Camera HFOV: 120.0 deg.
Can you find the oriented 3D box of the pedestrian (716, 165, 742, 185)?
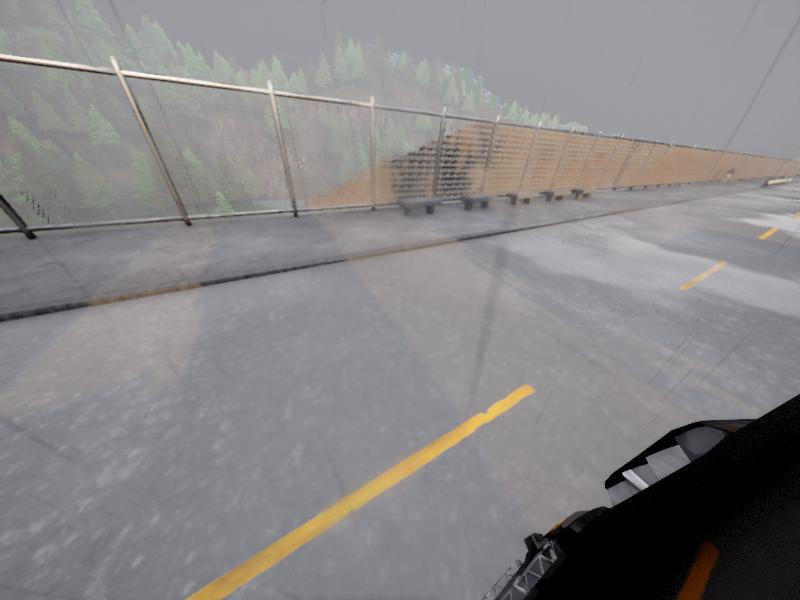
[{"bbox_3d":[37.434,-14.216,26.291,0.751,1.860,0.751,-15,38,-25],"label":"pedestrian"}]
